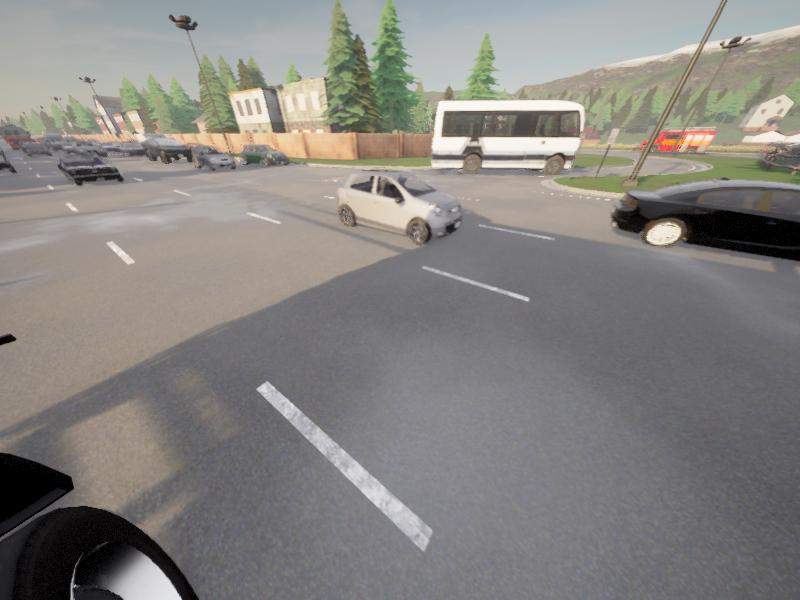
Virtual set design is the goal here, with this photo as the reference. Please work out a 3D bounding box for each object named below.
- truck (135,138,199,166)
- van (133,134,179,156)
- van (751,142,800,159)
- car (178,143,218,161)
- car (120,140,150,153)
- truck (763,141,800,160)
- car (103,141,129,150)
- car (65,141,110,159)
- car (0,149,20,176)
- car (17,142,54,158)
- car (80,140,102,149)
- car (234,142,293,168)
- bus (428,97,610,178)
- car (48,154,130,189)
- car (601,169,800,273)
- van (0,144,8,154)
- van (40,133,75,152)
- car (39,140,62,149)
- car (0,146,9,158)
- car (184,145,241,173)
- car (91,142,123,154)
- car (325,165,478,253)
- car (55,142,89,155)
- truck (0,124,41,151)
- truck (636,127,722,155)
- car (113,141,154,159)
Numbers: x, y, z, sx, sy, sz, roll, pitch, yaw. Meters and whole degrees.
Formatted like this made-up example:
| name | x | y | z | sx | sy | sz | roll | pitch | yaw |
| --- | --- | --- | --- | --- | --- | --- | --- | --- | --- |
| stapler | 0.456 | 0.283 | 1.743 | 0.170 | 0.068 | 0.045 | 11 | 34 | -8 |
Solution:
| name | x | y | z | sx | sy | sz | roll | pitch | yaw |
| --- | --- | --- | --- | --- | --- | --- | --- | --- | --- |
| truck | -23.214 | -14.899 | 23.041 | 6.274 | 2.098 | 2.390 | 22 | 41 | 28 |
| van | -35.025 | -22.302 | 33.164 | 6.366 | 2.431 | 2.351 | 22 | 41 | 28 |
| van | 55.710 | -21.812 | 33.576 | 4.442 | 1.987 | 1.775 | 22 | 41 | 28 |
| car | -23.477 | -17.265 | 26.822 | 3.988 | 1.617 | 1.851 | 22 | 41 | 28 |
| car | -44.583 | -25.871 | 38.833 | 5.238 | 1.638 | 1.930 | 22 | 41 | 28 |
| truck | 54.608 | -19.843 | 30.679 | 6.274 | 2.098 | 2.390 | 22 | 41 | 28 |
| car | -55.546 | -30.238 | 45.142 | 5.357 | 1.411 | 2.033 | 22 | 41 | 28 |
| car | -37.844 | -18.218 | 28.006 | 4.611 | 1.667 | 2.242 | 22 | 41 | 28 |
| car | -29.188 | -9.752 | 16.104 | 5.027 | 1.651 | 2.152 | 22 | 41 | 28 |
| car | -46.724 | -19.302 | 29.615 | 4.892 | 1.490 | 1.837 | 23 | 41 | 27 |
| car | -67.508 | -34.091 | 50.509 | 3.806 | 1.475 | 1.970 | 22 | 41 | 28 |
| car | -12.374 | -13.206 | 20.991 | 4.553 | 1.767 | 2.097 | 18 | 39 | 23 |
| bus | 7.377 | -11.581 | 16.711 | 10.273 | 4.253 | 3.944 | 2 | 36 | 3 |
| car | -17.865 | -7.469 | 13.239 | 4.718 | 1.301 | 1.895 | 22 | 41 | 28 |
| car | 8.130 | -1.908 | 5.346 | 5.008 | 1.535 | 1.882 | 22 | 41 | 28 |
| van | -60.667 | -22.897 | 33.796 | 6.366 | 2.431 | 2.351 | 22 | 41 | 28 |
| van | -59.150 | -27.261 | 39.872 | 5.915 | 2.561 | 1.988 | 22 | 41 | 28 |
| car | -70.676 | -31.540 | 46.731 | 3.633 | 1.501 | 1.845 | 22 | 41 | 28 |
| car | -49.631 | -18.014 | 27.786 | 4.792 | 1.488 | 2.163 | 22 | 41 | 28 |
| car | -15.060 | -11.376 | 18.535 | 3.988 | 1.617 | 1.851 | 22 | 41 | 28 |
| car | -45.846 | -23.827 | 36.125 | 5.357 | 1.411 | 2.033 | 22 | 41 | 28 |
| car | -0.037 | -2.766 | 6.508 | 3.633 | 1.501 | 1.845 | 22 | 41 | 28 |
| car | -48.773 | -22.558 | 34.300 | 5.357 | 1.411 | 2.033 | 22 | 41 | 28 |
| truck | -70.679 | -30.004 | 42.587 | 8.468 | 3.827 | 2.891 | 22 | 41 | 28 |
| truck | 48.463 | -28.004 | 40.705 | 8.468 | 3.827 | 2.891 | 22 | 41 | 28 |
| car | -33.561 | -18.924 | 29.065 | 5.238 | 1.638 | 1.930 | 22 | 41 | 28 |
